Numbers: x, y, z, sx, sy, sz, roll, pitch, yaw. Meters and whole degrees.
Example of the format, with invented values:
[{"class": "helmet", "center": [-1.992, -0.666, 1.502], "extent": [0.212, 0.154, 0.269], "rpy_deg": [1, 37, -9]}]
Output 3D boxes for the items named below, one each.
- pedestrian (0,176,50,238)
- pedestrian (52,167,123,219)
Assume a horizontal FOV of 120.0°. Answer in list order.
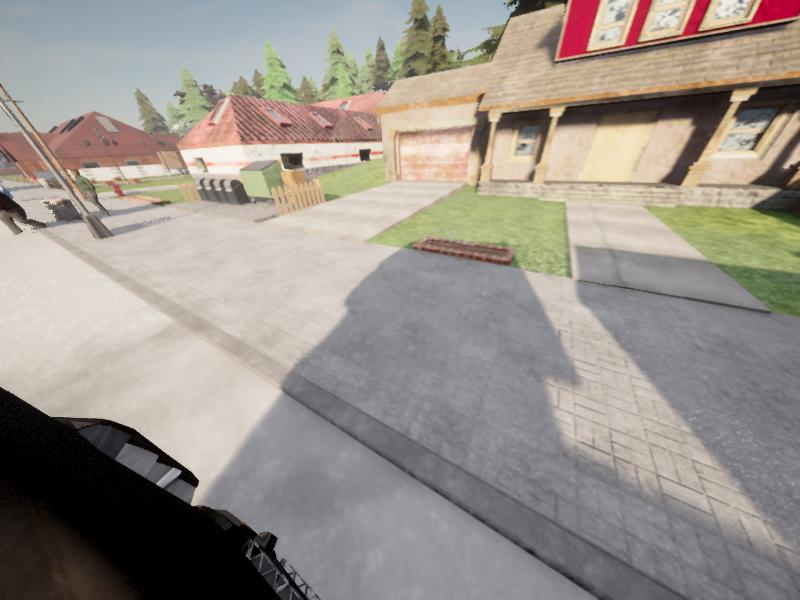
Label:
[{"class": "pedestrian", "center": [-13.782, -3.259, 8.105], "extent": [0.751, 1.860, 0.751], "rpy_deg": [15, 37, 24]}, {"class": "pedestrian", "center": [-12.940, -4.442, 9.641], "extent": [0.751, 1.860, 0.751], "rpy_deg": [7, 35, 14]}]
